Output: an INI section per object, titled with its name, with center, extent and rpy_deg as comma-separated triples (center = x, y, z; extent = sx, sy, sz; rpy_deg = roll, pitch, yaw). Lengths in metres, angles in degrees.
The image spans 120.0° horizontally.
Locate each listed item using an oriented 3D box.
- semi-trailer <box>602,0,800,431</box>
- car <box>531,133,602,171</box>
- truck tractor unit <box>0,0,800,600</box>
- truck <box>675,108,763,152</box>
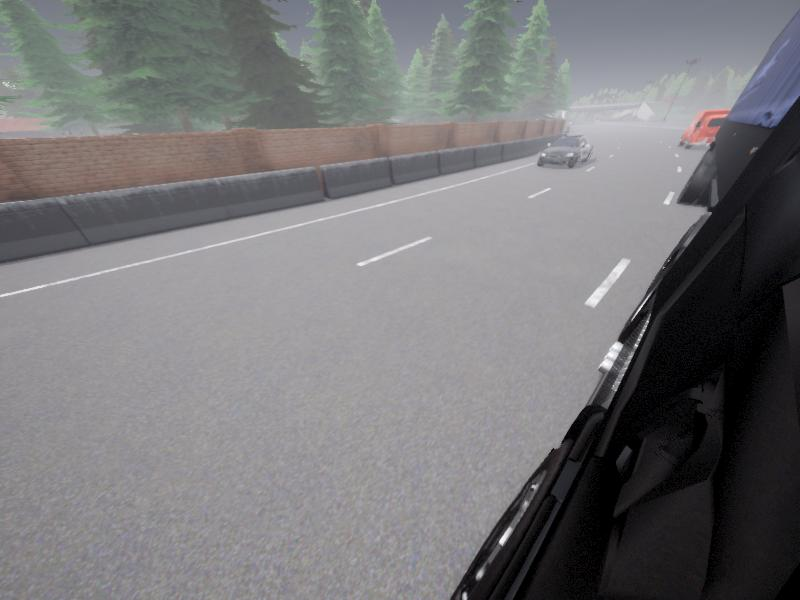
[semi-trailer]
center = 8.484, -3.725, 4.453
extent = 14.254, 4.402, 2.717
rpy_deg = -30, 45, -32
[car]
center = 10.291, -9.198, 14.205
extent = 2.038, 1.542, 4.974
rpy_deg = 28, 47, 36
[truck tractor unit]
center = 2.645, -0.295, 0.352
extent = 6.516, 4.208, 3.053
rpy_deg = -28, 44, -30
[truck]
center = 24.327, -13.309, 18.029
extent = 2.627, 2.467, 5.204
rpy_deg = 25, 46, 31
